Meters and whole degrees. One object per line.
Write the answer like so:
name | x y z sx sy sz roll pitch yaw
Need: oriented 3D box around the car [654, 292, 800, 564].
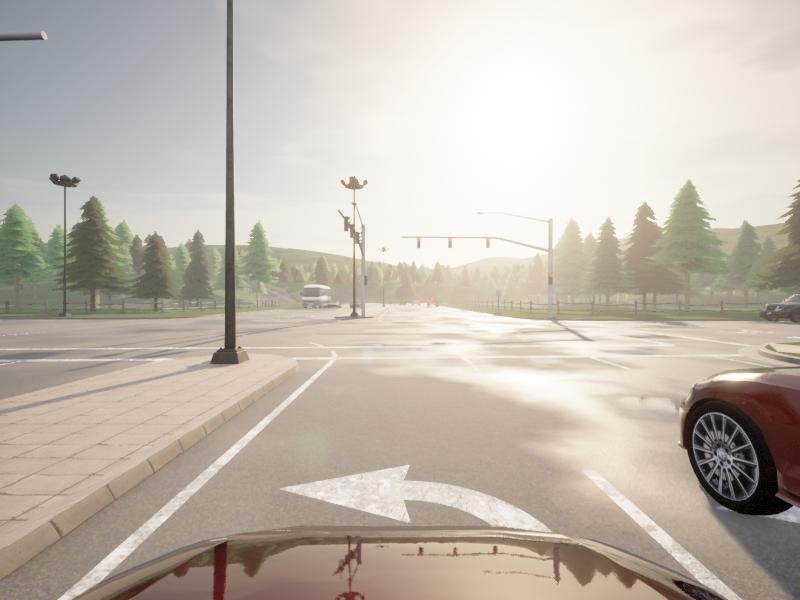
car | 3.500 0.779 1.307 2.152 1.651 5.027 0 0 0

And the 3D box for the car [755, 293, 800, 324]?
car | 27.562 0.544 26.812 5.566 2.045 2.150 0 0 1

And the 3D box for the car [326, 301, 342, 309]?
car | -11.483 0.826 69.952 2.033 1.411 5.357 0 0 0

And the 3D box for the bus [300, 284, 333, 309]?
bus | -14.858 -0.602 72.129 3.944 4.253 10.273 0 0 0

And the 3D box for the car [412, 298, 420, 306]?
car | 4.440 0.475 111.562 2.150 2.045 5.566 0 0 2
